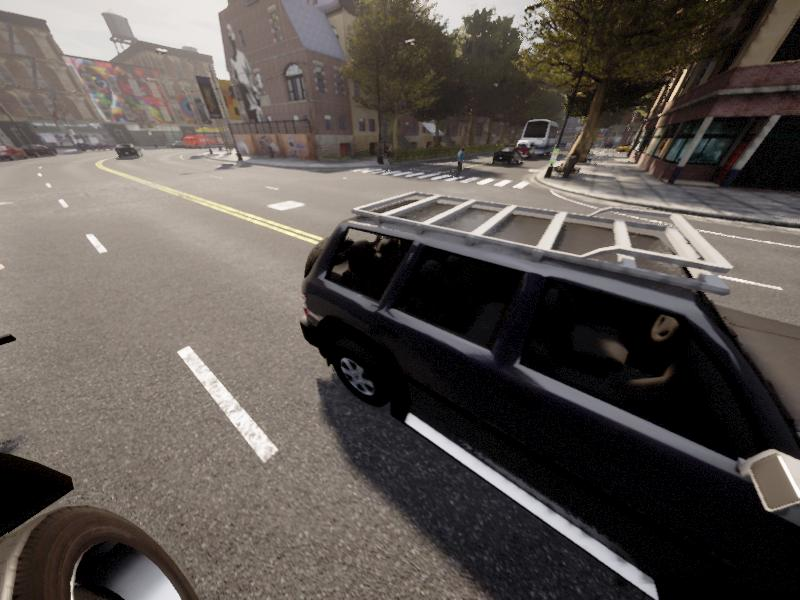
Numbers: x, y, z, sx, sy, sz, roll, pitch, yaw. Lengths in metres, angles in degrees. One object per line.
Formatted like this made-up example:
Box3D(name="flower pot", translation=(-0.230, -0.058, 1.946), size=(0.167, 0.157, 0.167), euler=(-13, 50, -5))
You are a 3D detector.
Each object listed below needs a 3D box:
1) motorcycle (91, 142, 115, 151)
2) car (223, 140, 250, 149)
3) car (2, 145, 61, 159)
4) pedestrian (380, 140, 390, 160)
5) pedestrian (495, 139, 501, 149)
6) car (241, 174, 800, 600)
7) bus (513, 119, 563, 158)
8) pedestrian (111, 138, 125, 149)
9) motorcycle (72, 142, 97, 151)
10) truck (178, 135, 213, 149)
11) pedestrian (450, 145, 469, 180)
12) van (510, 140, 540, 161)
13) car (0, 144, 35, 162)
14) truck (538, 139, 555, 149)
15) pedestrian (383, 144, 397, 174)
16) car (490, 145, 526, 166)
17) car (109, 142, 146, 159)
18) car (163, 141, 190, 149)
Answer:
Box3D(name="motorcycle", translation=(-54.622, -28.307, 42.482), size=(2.356, 1.277, 0.764), euler=(-29, 45, -35))
Box3D(name="car", translation=(-38.540, -36.734, 54.572), size=(2.242, 1.667, 4.611), euler=(10, 36, 13))
Box3D(name="car", translation=(-46.900, -19.075, 29.619), size=(1.895, 1.301, 4.718), euler=(-15, 38, -20))
Box3D(name="pedestrian", translation=(-1.629, -16.505, 25.454), size=(0.751, 1.860, 0.751), euler=(19, 39, 24))
Box3D(name="pedestrian", translation=(23.403, -37.178, 54.992), size=(0.751, 1.860, 0.751), euler=(22, 40, 28))
Box3D(name="car", translation=(1.206, 0.309, 1.862), size=(4.605, 1.855, 1.932), euler=(23, 41, 28))
Box3D(name="bus", translation=(21.052, -24.349, 34.971), size=(3.944, 4.253, 10.273), euler=(22, 41, 28))
Box3D(name="pedestrian", translation=(-56.140, -31.202, 46.012), size=(0.751, 1.860, 0.751), euler=(-4, 35, -6))
Box3D(name="motorcycle", translation=(-54.566, -26.543, 39.972), size=(2.209, 1.251, 0.867), euler=(-29, 45, -35))
Box3D(name="truck", translation=(-46.084, -35.682, 52.216), size=(2.627, 2.467, 5.204), euler=(3, 35, 4))
Box3D(name="pedestrian", translation=(3.862, -8.905, 14.950), size=(0.751, 1.860, 0.751), euler=(17, 38, 22))
Box3D(name="van", translation=(16.096, -19.345, 29.749), size=(2.069, 2.038, 4.480), euler=(22, 41, 28))
Box3D(name="car", translation=(-43.867, -16.330, 25.606), size=(2.002, 1.452, 4.674), euler=(-21, 41, -28))
Box3D(name="truck", translation=(37.902, -40.307, 59.628), size=(2.390, 2.098, 6.274), euler=(22, 41, 28))
Box3D(name="pedestrian", translation=(-0.727, -10.653, 17.406), size=(0.751, 1.860, 0.751), euler=(23, 41, 29))
Box3D(name="car", translation=(11.577, -15.546, 24.669), size=(1.930, 1.638, 5.238), euler=(22, 41, 28))
Box3D(name="car", translation=(-35.132, -19.481, 29.977), size=(1.930, 1.638, 5.238), euler=(-22, 41, -28))
Box3D(name="car", translation=(-49.751, -34.565, 51.546), size=(1.970, 1.475, 3.806), euler=(3, 35, 4))
